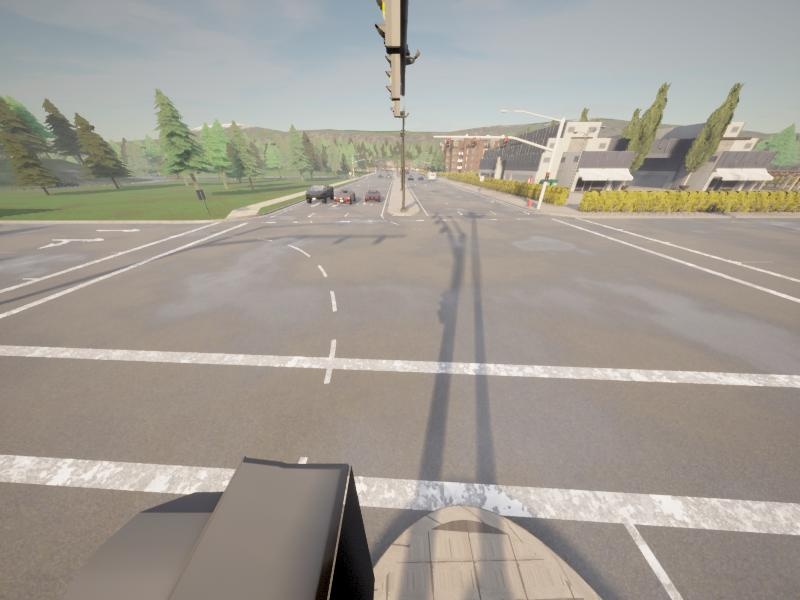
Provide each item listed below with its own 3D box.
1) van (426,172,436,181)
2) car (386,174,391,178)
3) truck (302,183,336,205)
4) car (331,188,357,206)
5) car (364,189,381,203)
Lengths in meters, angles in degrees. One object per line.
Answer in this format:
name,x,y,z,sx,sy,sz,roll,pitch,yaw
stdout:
van,10.659,-42.364,79.256,2.351,2.431,6.366,0,30,0
car,-4.684,-51.321,95.550,2.033,1.649,4.856,-1,30,-2
truck,-10.710,-14.415,31.174,2.390,2.098,6.274,0,30,-1
car,-7.190,-13.642,30.312,2.152,1.651,5.027,0,30,-1
car,-3.720,-14.464,31.989,1.994,1.385,4.181,0,30,-1
